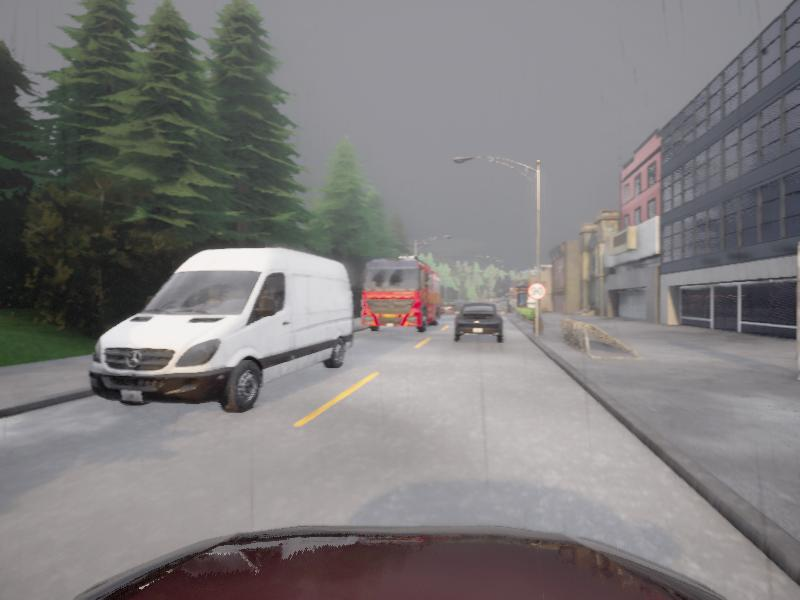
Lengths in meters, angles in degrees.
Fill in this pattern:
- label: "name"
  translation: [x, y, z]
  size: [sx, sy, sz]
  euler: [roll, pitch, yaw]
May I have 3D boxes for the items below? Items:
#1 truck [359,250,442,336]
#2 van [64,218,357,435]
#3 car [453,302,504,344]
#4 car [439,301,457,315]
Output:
- label: "truck"
  translation: [0.432, -0.315, 22.402]
  size: [2.891, 3.827, 8.468]
  euler: [0, 0, 12]
- label: "van"
  translation: [-2.715, 0.317, 7.816]
  size: [1.988, 2.561, 5.915]
  euler: [0, 0, 12]
- label: "car"
  translation: [3.354, 0.857, 16.961]
  size: [1.837, 1.490, 4.892]
  euler: [0, 0, 12]
- label: "car"
  translation: [5.580, 0.841, 46.200]
  size: [1.789, 1.549, 3.705]
  euler: [0, 0, 12]
